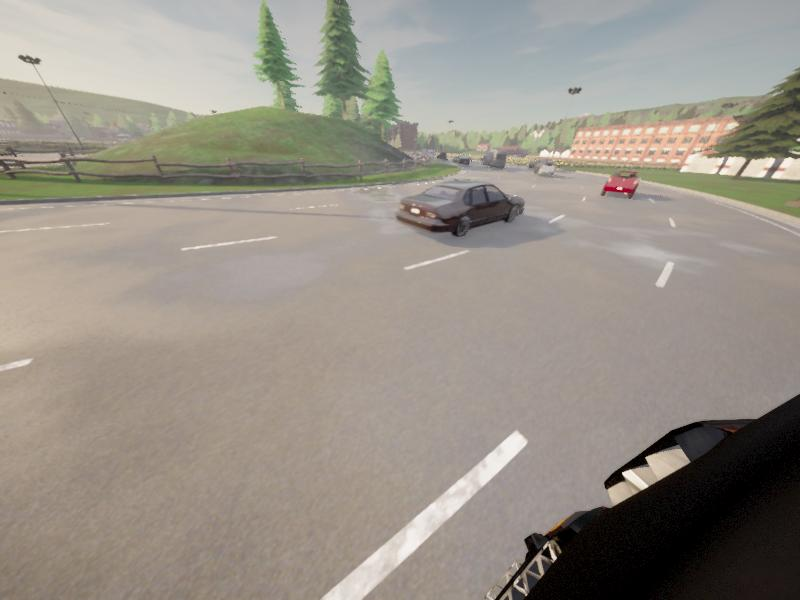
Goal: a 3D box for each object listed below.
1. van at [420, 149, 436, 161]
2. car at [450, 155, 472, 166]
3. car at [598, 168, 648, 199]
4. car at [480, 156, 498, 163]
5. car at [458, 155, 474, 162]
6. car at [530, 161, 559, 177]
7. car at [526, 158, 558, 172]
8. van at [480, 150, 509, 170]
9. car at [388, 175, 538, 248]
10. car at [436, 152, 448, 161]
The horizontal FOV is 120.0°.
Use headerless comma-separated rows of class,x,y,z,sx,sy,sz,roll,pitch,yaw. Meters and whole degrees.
van,7.392,-39.507,62.766,2.351,2.431,6.366,-4,34,-10
car,11.552,-26.793,44.253,1.930,1.638,5.238,-3,33,-9
car,15.467,-8.202,16.093,1.845,1.501,3.633,26,40,31
car,22.617,-35.822,58.861,1.837,1.490,4.892,-4,34,-10
car,18.016,-38.920,63.395,2.128,1.511,4.902,-4,34,-10
car,17.902,-16.412,28.817,1.845,1.501,3.633,9,34,9
car,22.741,-21.882,37.352,2.242,1.667,4.611,2,33,-1
van,15.790,-23.725,38.978,1.988,2.561,5.915,1,33,-4
car,2.338,-3.328,7.982,5.357,1.411,2.033,-24,41,-34
car,11.219,-38.370,61.766,1.905,1.878,3.866,-4,34,-10
